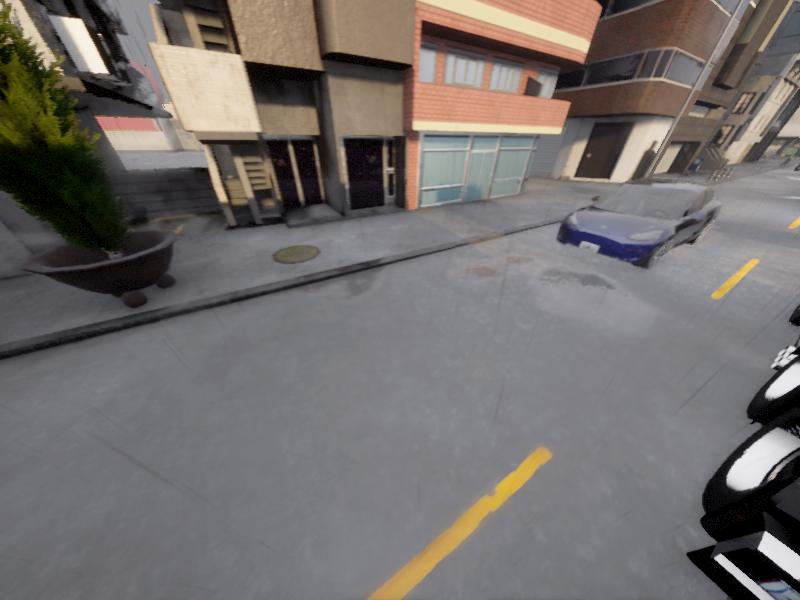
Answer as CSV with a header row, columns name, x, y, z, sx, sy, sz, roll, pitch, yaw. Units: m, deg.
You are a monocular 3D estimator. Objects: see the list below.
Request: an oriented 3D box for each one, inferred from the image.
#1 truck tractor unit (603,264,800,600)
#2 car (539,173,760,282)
name,x,y,z,sx,sy,sz,roll,pitch,yaw
truck tractor unit,5.109,-0.301,0.793,6.516,4.208,3.053,-18,39,-24
car,6.312,-2.190,5.938,4.792,1.488,2.163,-18,39,-24
